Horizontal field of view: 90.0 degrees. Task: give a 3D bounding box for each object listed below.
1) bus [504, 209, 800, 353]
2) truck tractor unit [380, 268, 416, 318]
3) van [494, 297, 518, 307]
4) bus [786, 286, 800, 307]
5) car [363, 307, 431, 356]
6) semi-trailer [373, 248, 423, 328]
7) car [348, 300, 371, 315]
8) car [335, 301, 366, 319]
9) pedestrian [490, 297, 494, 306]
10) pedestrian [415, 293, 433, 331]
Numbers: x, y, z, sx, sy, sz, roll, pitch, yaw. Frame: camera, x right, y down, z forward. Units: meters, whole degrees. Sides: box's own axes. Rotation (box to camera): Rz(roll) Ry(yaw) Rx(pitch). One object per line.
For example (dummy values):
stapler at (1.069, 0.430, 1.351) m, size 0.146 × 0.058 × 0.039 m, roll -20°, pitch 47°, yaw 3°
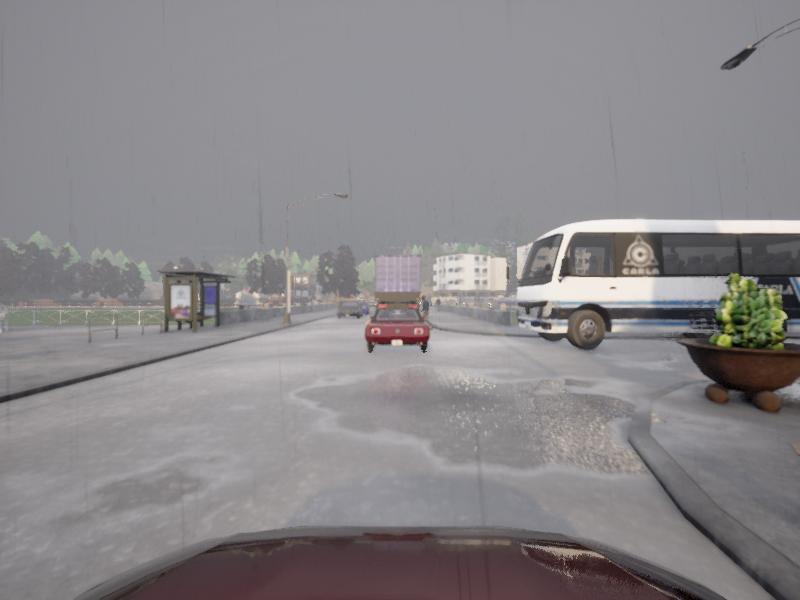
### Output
bus at (9.297, -0.559, 13.928) m, size 10.273 × 4.253 × 3.944 m, roll 0°, pitch 0°, yaw -1°
truck tractor unit at (-0.210, -0.595, 36.992) m, size 3.053 × 4.208 × 6.516 m, roll 0°, pitch 0°, yaw 0°
van at (21.118, 0.455, 79.893) m, size 4.442 × 1.987 × 1.775 m, roll 0°, pitch 0°, yaw 0°
bus at (84.287, -0.684, 80.054) m, size 10.273 × 4.253 × 3.944 m, roll 0°, pitch 0°, yaw 0°
car at (-0.084, 0.919, 13.520) m, size 1.895 × 1.301 × 4.718 m, roll 0°, pitch 0°, yaw 0°
semi-trailer at (-0.160, -0.674, 29.073) m, size 2.717 × 4.402 × 14.254 m, roll 0°, pitch 0°, yaw 0°
car at (-4.231, 0.752, 42.342) m, size 2.007 × 1.525 × 4.514 m, roll 0°, pitch 0°, yaw 0°
car at (-4.180, 0.832, 34.519) m, size 2.033 × 1.411 × 5.357 m, roll 0°, pitch 0°, yaw 0°
pedestrian at (19.703, 0.262, 85.883) m, size 0.751 × 1.860 × 0.751 m, roll 0°, pitch 0°, yaw -1°
pedestrian at (1.223, 0.600, 20.325) m, size 0.751 × 1.860 × 0.751 m, roll 0°, pitch 0°, yaw 17°
